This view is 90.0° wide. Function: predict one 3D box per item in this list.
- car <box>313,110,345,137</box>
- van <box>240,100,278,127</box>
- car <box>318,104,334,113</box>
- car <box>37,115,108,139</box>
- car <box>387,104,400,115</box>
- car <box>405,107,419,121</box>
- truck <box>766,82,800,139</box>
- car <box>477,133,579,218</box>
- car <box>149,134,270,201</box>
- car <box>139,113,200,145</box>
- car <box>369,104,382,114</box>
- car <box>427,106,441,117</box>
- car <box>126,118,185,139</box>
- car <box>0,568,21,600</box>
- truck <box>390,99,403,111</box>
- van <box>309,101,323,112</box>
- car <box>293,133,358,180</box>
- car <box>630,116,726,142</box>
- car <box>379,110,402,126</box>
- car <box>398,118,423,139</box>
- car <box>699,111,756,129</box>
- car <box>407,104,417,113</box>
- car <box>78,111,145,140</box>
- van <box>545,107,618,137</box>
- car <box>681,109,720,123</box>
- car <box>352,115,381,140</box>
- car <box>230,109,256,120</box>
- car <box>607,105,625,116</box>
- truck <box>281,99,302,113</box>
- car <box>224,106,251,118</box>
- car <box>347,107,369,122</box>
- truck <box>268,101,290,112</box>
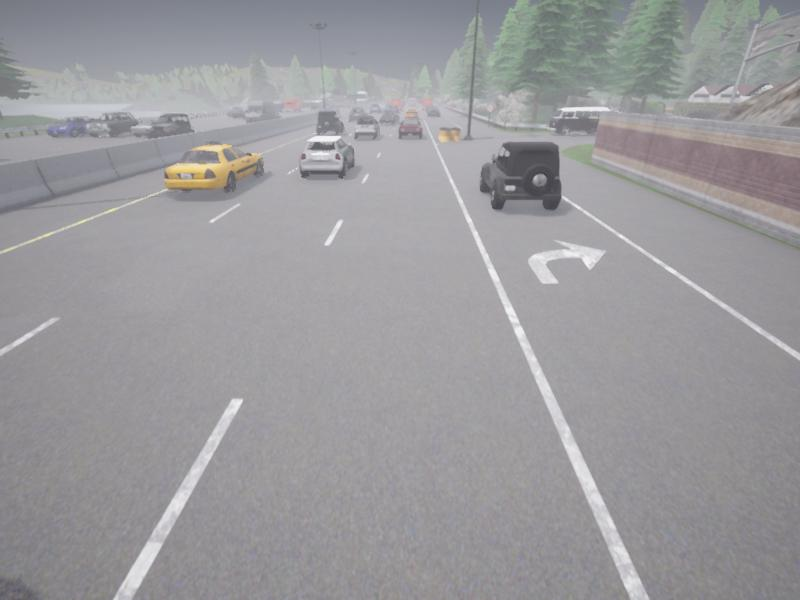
[{"bbox_3d":[-6.066,-15.366,34.703,1.905,1.878,3.866,1,27,2],"label":"car"},{"bbox_3d":[-16.186,-21.700,46.413,1.988,2.561,5.915,1,27,2],"label":"van"},{"bbox_3d":[-15.027,-39.135,81.761,2.128,1.511,4.902,1,27,2],"label":"car"},{"bbox_3d":[-27.120,-14.486,33.408,2.007,1.525,4.514,1,27,2],"label":"car"},{"bbox_3d":[-1.221,-36.095,75.687,2.242,1.667,4.611,1,27,2],"label":"car"},{"bbox_3d":[1.658,-26.407,56.706,1.882,1.535,5.008,1,27,2],"label":"car"},{"bbox_3d":[34.287,-14.543,30.640,8.468,3.827,2.891,1,28,1],"label":"truck"},{"bbox_3d":[3.708,-4.012,12.454,1.905,1.878,3.866,1,27,1],"label":"car"},{"bbox_3d":[-6.716,-5.121,14.979,1.801,1.575,5.366,1,27,2],"label":"car"},{"bbox_3d":[-16.748,-12.614,29.326,1.905,1.878,3.866,1,27,2],"label":"car"},{"bbox_3d":[-4.671,-36.930,77.206,2.033,1.649,4.856,1,27,2],"label":"car"},{"bbox_3d":[5.432,-30.629,64.982,2.038,1.542,4.974,1,27,2],"label":"car"},{"bbox_3d":[-20.125,-14.264,33.218,1.895,1.301,4.718,1,27,2],"label":"car"},{"bbox_3d":[-3.696,2.242,0.320,2.097,1.767,4.553,1,27,2],"label":"car"},{"bbox_3d":[-0.762,-43.627,89.409,2.627,2.467,5.204,1,27,2],"label":"truck"},{"bbox_3d":[-18.337,-42.368,87.447,2.069,2.038,4.480,1,27,2],"label":"van"},{"bbox_3d":[-3.129,-6.425,17.643,1.970,1.475,3.806,1,27,2],"label":"car"},{"bbox_3d":[19.543,-12.156,28.348,4.974,1.542,2.038,1,27,1],"label":"car"},{"bbox_3d":[-1.084,-21.421,46.953,1.845,1.501,3.633,6,28,11],"label":"car"},{"bbox_3d":[0.882,-14.252,33.168,1.895,1.301,4.718,1,27,2],"label":"car"},{"bbox_3d":[34.892,-19.344,42.883,2.163,1.488,4.792,1,27,2],"label":"car"},{"bbox_3d":[2.413,-38.141,79.682,1.801,1.575,5.366,1,27,2],"label":"car"},{"bbox_3d":[-23.629,-14.502,33.039,1.932,1.855,4.605,1,28,1],"label":"car"},{"bbox_3d":[14.128,-14.039,31.478,4.480,2.038,2.069,0,27,2],"label":"van"},{"bbox_3d":[38.708,-23.807,51.626,1.816,1.474,4.193,1,27,2],"label":"car"},{"bbox_3d":[-2.639,-14.053,32.440,1.851,1.617,3.988,1,27,2],"label":"car"},{"bbox_3d":[-22.801,-27.097,58.344,1.895,1.301,4.718,1,27,2],"label":"car"},{"bbox_3d":[36.523,-32.059,67.706,1.882,1.535,5.008,9,29,18],"label":"car"},{"bbox_3d":[-22.024,-39.685,81.716,2.627,2.467,5.204,1,27,2],"label":"truck"},{"bbox_3d":[-26.102,-30.350,64.405,2.038,1.542,4.974,1,27,2],"label":"car"},{"bbox_3d":[-5.465,-24.587,53.006,2.242,1.667,4.611,1,27,1],"label":"car"},{"bbox_3d":[-25.442,-40.822,84.352,2.390,2.098,6.274,1,27,2],"label":"truck"}]
